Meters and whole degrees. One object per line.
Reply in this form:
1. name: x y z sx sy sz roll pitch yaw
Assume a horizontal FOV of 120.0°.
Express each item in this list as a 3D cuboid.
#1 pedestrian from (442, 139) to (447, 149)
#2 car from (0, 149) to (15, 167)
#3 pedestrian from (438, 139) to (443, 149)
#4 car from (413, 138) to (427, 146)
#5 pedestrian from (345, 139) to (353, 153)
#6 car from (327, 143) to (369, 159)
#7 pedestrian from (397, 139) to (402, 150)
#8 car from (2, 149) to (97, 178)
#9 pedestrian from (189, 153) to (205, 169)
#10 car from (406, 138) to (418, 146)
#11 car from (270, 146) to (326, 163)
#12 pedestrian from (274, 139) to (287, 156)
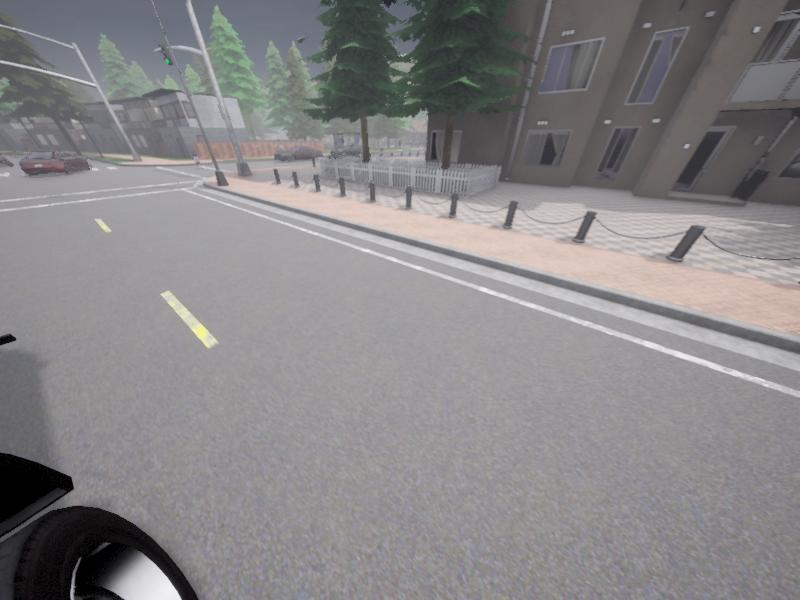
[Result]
1. pedestrian: 10.959 -38.514 57.028 0.751 1.860 0.751 9 36 12
2. car: -35.920 -12.334 19.924 4.181 1.385 1.994 19 39 25
3. pedestrian: 9.873 -37.779 55.975 0.751 1.860 0.751 -27 44 -33
4. car: 6.139 -49.084 71.800 1.932 1.855 4.605 24 41 29
5. pedestrian: -8.240 -24.787 37.132 0.751 1.860 0.751 -25 42 -31
6. car: -6.699 -19.697 30.423 2.152 1.651 5.027 25 42 30
7. pedestrian: -0.066 -30.820 45.766 0.751 1.860 0.751 23 41 28
8. car: -24.361 -9.763 16.374 1.994 1.385 4.181 -17 39 -23
9. pedestrian: -16.768 -11.489 19.094 0.500 1.100 0.500 19 39 24
10. car: 3.900 -49.786 72.783 1.905 1.878 3.866 24 41 29
11. car: -11.222 -16.344 25.823 2.033 1.411 5.357 25 42 31
12. pedestrian: -15.261 -19.536 29.616 0.751 1.860 0.751 25 42 31
